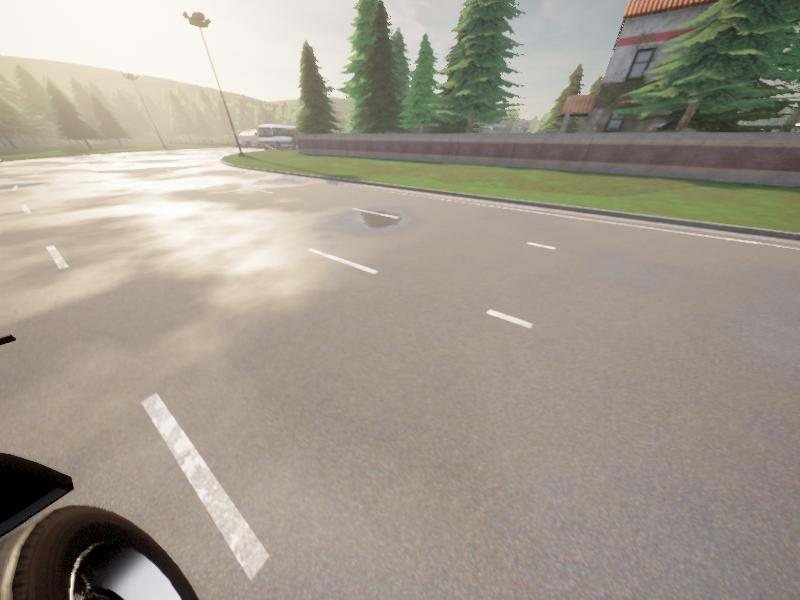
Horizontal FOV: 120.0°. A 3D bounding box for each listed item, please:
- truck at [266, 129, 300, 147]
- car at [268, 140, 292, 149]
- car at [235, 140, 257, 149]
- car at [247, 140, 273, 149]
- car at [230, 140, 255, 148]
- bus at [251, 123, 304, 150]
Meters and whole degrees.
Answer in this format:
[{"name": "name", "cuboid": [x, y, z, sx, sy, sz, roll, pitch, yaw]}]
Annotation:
[{"name": "truck", "cuboid": [-33.172, -46.365, 66.123, 2.891, 3.827, 8.468, 13, 37, 17]}, {"name": "car", "cuboid": [-27.796, -36.084, 53.562, 1.801, 1.575, 5.366, 9, 36, 12]}, {"name": "car", "cuboid": [-35.225, -35.706, 53.012, 1.816, 1.474, 4.193, 7, 36, 9]}, {"name": "car", "cuboid": [-31.765, -35.473, 52.571, 2.033, 1.649, 4.856, 9, 36, 12]}, {"name": "car", "cuboid": [-37.920, -37.689, 55.811, 2.163, 1.488, 4.792, 9, 36, 12]}, {"name": "bus", "cuboid": [-25.286, -34.455, 48.912, 3.944, 4.253, 10.273, 7, 36, 9]}]
